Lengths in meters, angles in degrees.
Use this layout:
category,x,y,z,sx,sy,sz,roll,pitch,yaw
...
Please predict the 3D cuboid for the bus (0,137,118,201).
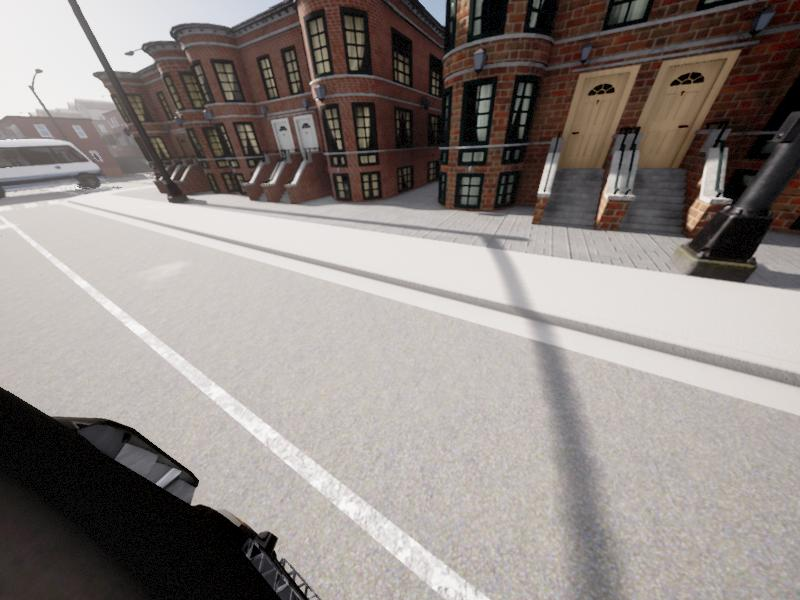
category,x,y,z,sx,sy,sz,roll,pitch,yaw
bus,-34.438,-11.703,20.662,3.944,4.253,10.273,16,39,26
